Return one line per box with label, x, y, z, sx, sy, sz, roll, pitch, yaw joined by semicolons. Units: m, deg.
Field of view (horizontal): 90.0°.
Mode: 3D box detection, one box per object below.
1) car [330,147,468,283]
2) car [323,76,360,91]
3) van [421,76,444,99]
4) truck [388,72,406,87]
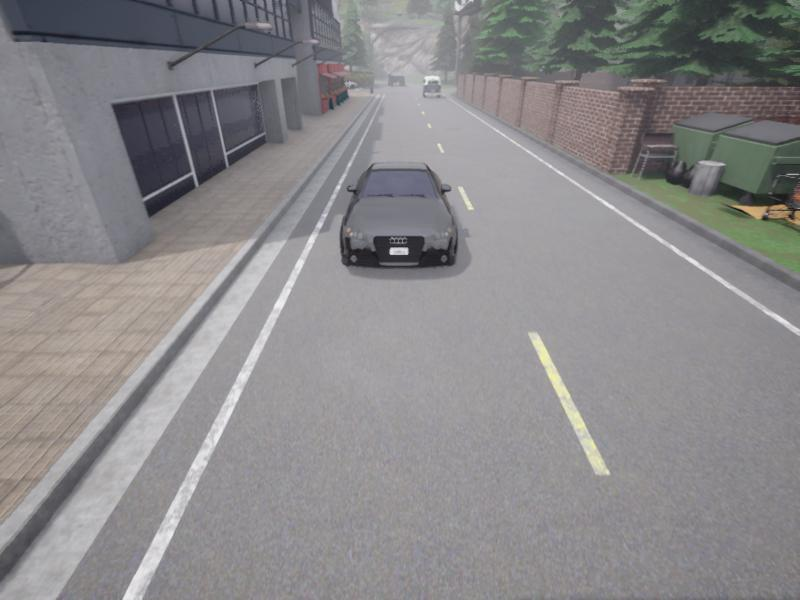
car;-0.018;-1.930;7.920;1.994;1.385;4.181;0;30;0
car;-7.733;-28.855;53.337;4.611;1.667;2.242;-2;30;-4
van;3.426;-23.143;43.444;2.069;2.038;4.480;0;30;0
truck;-0.632;-37.821;68.421;2.390;2.098;6.274;-3;31;-6
